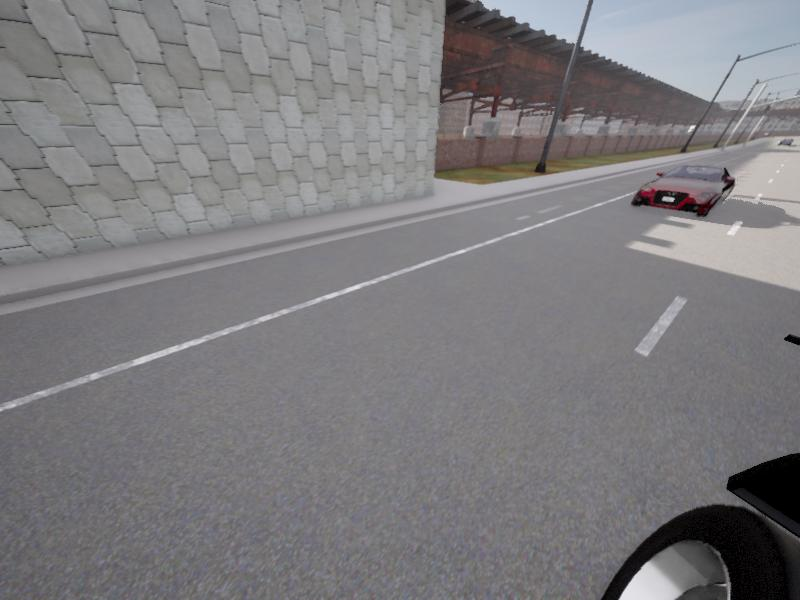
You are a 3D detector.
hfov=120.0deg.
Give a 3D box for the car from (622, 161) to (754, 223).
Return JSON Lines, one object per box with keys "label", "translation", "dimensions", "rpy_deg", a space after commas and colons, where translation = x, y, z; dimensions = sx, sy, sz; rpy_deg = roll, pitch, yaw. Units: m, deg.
{"label": "car", "translation": [10.603, -4.161, 8.516], "dimensions": [4.181, 1.385, 1.994], "rpy_deg": [-22, 40, -27]}
